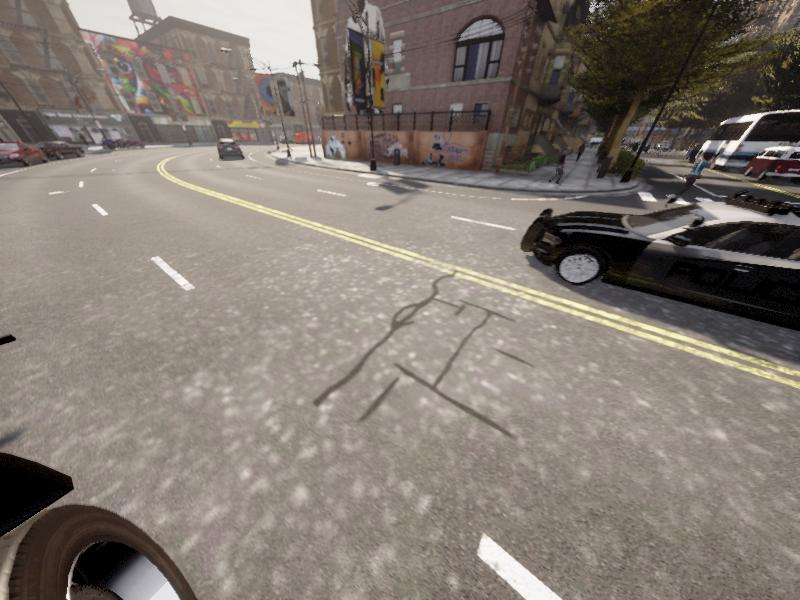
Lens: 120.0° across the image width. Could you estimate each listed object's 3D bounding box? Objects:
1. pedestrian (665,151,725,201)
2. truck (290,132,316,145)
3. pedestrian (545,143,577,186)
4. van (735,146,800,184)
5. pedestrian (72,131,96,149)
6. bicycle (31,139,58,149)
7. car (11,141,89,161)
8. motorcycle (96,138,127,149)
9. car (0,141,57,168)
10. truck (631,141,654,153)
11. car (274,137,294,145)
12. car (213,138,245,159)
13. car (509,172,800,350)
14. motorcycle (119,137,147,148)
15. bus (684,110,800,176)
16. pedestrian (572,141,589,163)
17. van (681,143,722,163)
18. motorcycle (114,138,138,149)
[{"bbox_3d":[13.068,-5.525,10.323,0.751,1.860,0.751,23,41,28],"label":"pedestrian"},{"bbox_3d":[-23.976,-40.121,57.416,2.627,2.467,5.204,21,40,26],"label":"truck"},{"bbox_3d":[8.485,-7.165,12.243,0.751,1.860,0.751,18,39,23],"label":"pedestrian"},{"bbox_3d":[27.255,-9.774,16.533,2.069,2.038,4.480,23,41,28],"label":"van"},{"bbox_3d":[-40.331,-20.368,29.502,0.751,1.860,0.751,-9,37,-13],"label":"pedestrian"},{"bbox_3d":[-47.130,-20.731,30.623,0.373,1.024,1.643,14,36,34],"label":"bicycle"},{"bbox_3d":[-31.534,-13.646,21.080,1.895,1.301,4.718,-14,38,-20],"label":"car"},{"bbox_3d":[-39.116,-21.277,31.376,2.209,1.251,0.867,-29,45,-35],"label":"motorcycle"},{"bbox_3d":[-28.532,-10.837,17.088,2.002,1.452,4.674,-21,41,-28],"label":"car"},{"bbox_3d":[53.498,-33.944,51.082,2.390,2.098,6.274,23,41,28],"label":"truck"},{"bbox_3d":[-28.642,-39.285,57.054,1.970,1.475,3.806,18,39,23],"label":"car"},{"bbox_3d":[-18.615,-16.619,25.272,2.242,1.667,4.611,-18,40,-25],"label":"car"},{"bbox_3d":[4.985,-0.853,3.790,5.238,1.638,1.930,23,41,28],"label":"car"},{"bbox_3d":[-39.152,-23.057,33.875,2.356,1.277,0.764,-29,45,-35],"label":"motorcycle"},{"bbox_3d":[32.453,-14.888,21.944,3.944,4.253,10.273,23,41,28],"label":"bus"},{"bbox_3d":[18.737,-15.342,23.982,0.751,1.860,0.751,20,39,24],"label":"pedestrian"},{"bbox_3d":[39.380,-19.335,30.317,1.775,1.987,4.442,24,41,28],"label":"van"},{"bbox_3d":[-38.923,-22.266,32.820,1.805,1.236,0.856,-29,45,-35],"label":"motorcycle"}]
